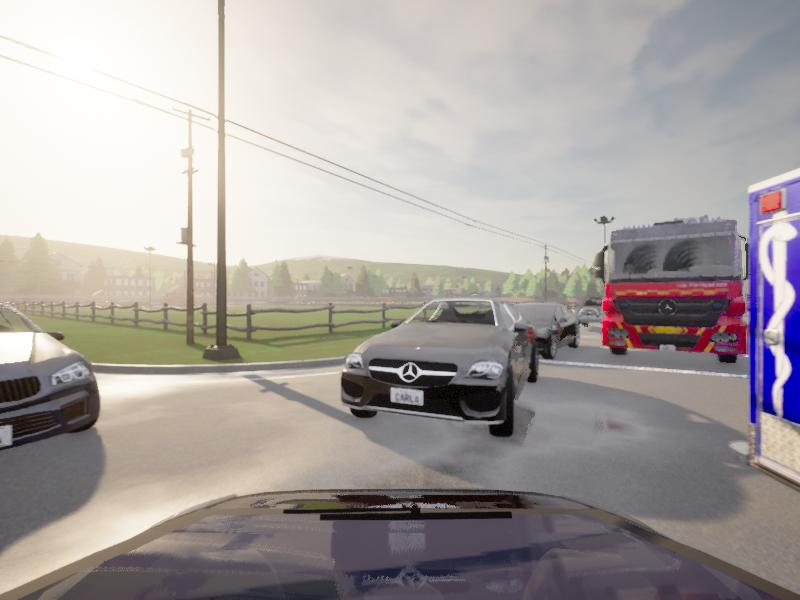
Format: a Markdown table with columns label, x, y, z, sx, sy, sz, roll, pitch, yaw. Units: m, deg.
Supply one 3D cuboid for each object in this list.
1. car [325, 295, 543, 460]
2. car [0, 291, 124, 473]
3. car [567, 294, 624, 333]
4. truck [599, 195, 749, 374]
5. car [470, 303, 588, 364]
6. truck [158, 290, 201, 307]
| label | x | y | z | sx | sy | sz | roll | pitch | yaw |
| --- | --- | --- | --- | --- | --- | --- | --- | --- | --- |
| car | 1.081 | 0.775 | 6.730 | 2.152 | 1.651 | 5.027 | 0 | 0 | 24 |
| car | -5.684 | 0.750 | 4.791 | 4.611 | 1.667 | 2.242 | 0 | 0 | 32 |
| car | 10.464 | 0.637 | 21.225 | 1.932 | 1.855 | 4.605 | 0 | 0 | 36 |
| truck | 8.722 | -0.329 | 12.807 | 2.891 | 3.827 | 8.468 | 0 | 0 | 36 |
| car | 4.216 | 0.842 | 12.468 | 2.163 | 1.488 | 4.792 | 0 | 0 | 35 |
| truck | -51.863 | -0.414 | 94.242 | 2.891 | 3.827 | 8.468 | 0 | 0 | 36 |
